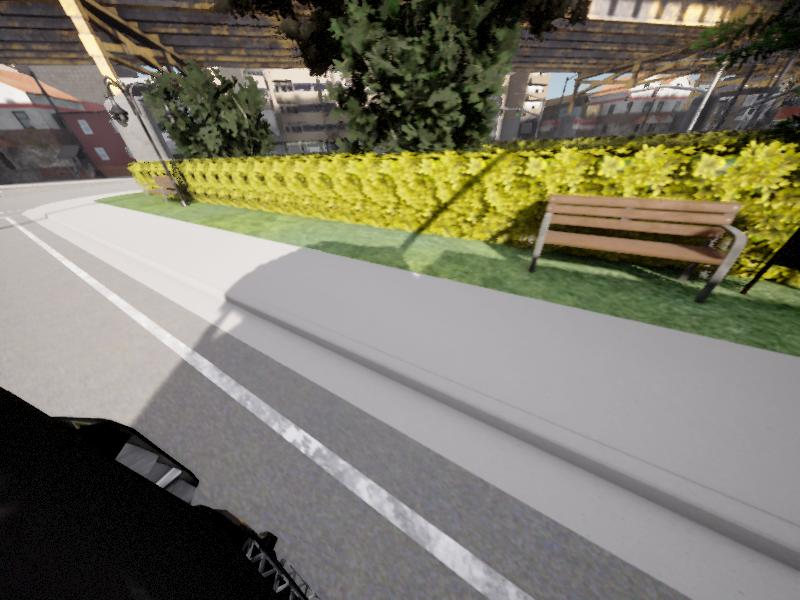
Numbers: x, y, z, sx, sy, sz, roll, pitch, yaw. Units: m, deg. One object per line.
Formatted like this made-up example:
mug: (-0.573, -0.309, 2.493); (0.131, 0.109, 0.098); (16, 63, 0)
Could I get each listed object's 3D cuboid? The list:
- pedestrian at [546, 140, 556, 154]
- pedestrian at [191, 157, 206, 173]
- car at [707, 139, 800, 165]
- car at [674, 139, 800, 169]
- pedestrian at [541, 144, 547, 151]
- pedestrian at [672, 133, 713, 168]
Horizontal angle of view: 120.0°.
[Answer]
pedestrian: (24.765, -25.041, 37.909); (0.751, 1.860, 0.751); (1, 34, 6)
pedestrian: (-28.510, -19.109, 32.676); (0.751, 1.860, 0.751); (-14, 35, -16)
car: (27.159, -11.059, 17.201); (1.812, 1.442, 4.674); (-10, 34, -11)
car: (23.789, -10.456, 16.511); (2.163, 1.488, 4.792); (-10, 34, -10)
pedestrian: (27.762, -29.406, 44.650); (0.500, 1.100, 0.500); (-15, 36, -18)
pedestrian: (19.175, -9.785, 15.194); (0.751, 1.860, 0.751); (-9, 34, -9)
